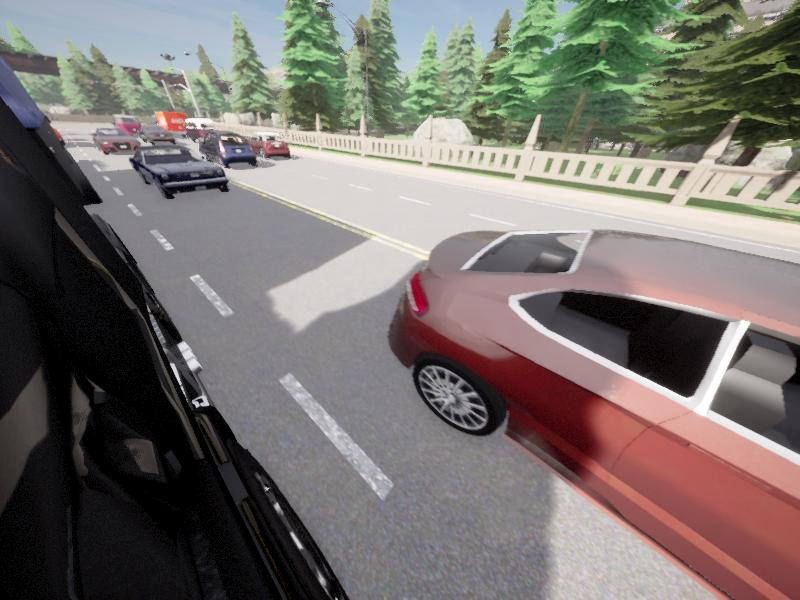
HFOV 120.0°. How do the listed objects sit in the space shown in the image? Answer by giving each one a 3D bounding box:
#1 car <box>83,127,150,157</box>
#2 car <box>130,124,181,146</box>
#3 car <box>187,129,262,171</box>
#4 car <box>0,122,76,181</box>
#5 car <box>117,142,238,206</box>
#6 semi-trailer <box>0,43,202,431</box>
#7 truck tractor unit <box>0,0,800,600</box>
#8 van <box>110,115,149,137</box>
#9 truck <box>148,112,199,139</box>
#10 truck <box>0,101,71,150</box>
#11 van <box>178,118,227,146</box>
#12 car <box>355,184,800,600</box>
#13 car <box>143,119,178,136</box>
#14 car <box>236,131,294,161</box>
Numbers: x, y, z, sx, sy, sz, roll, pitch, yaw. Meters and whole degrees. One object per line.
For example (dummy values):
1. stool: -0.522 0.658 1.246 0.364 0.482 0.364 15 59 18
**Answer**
1. car: -18.856 -10.558 15.357 4.181 1.385 1.994 28 44 30
2. car: -22.898 -15.484 21.637 5.357 1.411 2.033 28 44 30
3. car: -9.985 -8.646 13.186 3.988 1.617 1.851 28 44 30
4. car: -16.165 -6.483 9.876 5.238 1.638 1.930 28 44 30
5. car: -8.151 -4.788 8.424 4.718 1.301 1.895 28 44 30
6. semi-trailer: -8.698 -3.611 4.219 14.254 4.402 2.717 28 44 30
7. truck tractor unit: -2.645 -0.295 0.351 6.516 4.208 3.053 28 44 30
8. van: -32.189 -20.708 27.500 4.442 1.987 1.775 28 44 30
9. truck: -27.110 -20.932 27.721 5.204 2.467 2.627 28 44 30
10. truck: -26.293 -12.256 16.217 5.204 2.467 2.627 28 44 30
11. van: -19.606 -16.728 22.966 4.480 2.038 2.069 28 44 30
12. car: 2.259 0.662 1.567 5.027 1.651 2.152 28 44 30
13. car: -32.864 -23.668 31.698 4.856 1.649 2.033 28 44 30
14. car: -9.768 -11.222 16.741 3.806 1.475 1.970 28 44 30
